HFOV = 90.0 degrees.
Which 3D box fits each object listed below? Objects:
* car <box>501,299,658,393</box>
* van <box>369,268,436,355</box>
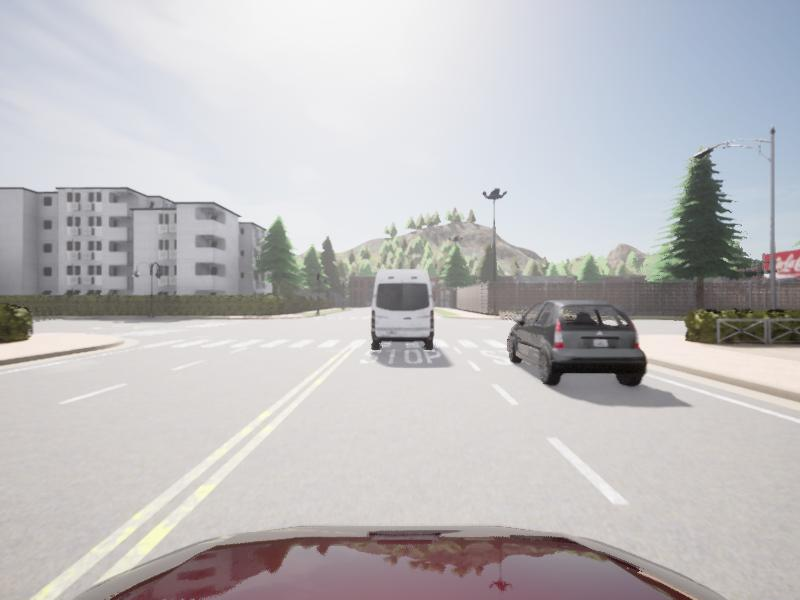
[{"bbox_3d":[3.606,0.799,8.921,1.851,1.617,3.988,0,0,2],"label":"car"},{"bbox_3d":[0.081,0.339,14.826,1.988,2.561,5.915,0,0,0],"label":"van"}]
